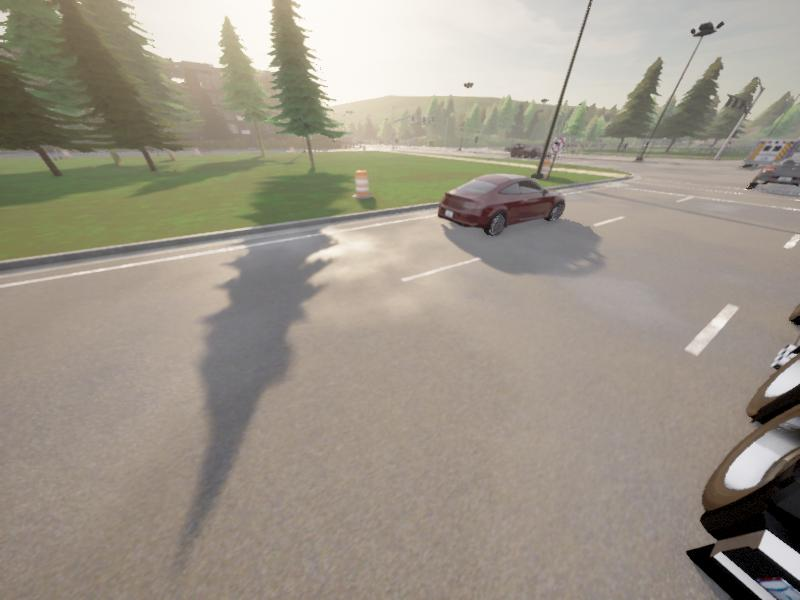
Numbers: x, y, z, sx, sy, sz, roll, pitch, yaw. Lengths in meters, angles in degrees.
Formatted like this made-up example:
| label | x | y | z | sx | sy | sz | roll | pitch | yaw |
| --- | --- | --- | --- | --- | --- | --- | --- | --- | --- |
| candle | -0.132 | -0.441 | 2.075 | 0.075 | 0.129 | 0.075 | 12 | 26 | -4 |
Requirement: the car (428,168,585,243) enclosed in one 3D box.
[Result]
| label | x | y | z | sx | sy | sz | roll | pitch | yaw |
| --- | --- | --- | --- | --- | --- | --- | --- | --- | --- |
| car | 3.378 | -3.214 | 7.389 | 4.674 | 1.442 | 1.812 | -18 | 39 | -25 |

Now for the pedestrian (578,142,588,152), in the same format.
| label | x | y | z | sx | sy | sz | roll | pitch | yaw |
| --- | --- | --- | --- | --- | --- | --- | --- | --- | --- |
| pedestrian | 39.848 | -33.334 | 50.303 | 0.751 | 1.860 | 0.751 | -15 | 38 | -21 |

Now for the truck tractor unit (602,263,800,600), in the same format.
| label | x | y | z | sx | sy | sz | roll | pitch | yaw |
| --- | --- | --- | --- | --- | --- | --- | --- | --- | --- |
| truck tractor unit | 5.113 | -0.298 | 0.787 | 6.516 | 4.208 | 3.053 | -18 | 39 | -24 |

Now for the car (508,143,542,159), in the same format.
| label | x | y | z | sx | sy | sz | roll | pitch | yaw |
| --- | --- | --- | --- | --- | --- | --- | --- | --- | --- |
| car | 18.964 | -22.846 | 35.340 | 1.905 | 1.878 | 3.866 | -18 | 39 | -24 |

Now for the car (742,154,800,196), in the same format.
| label | x | y | z | sx | sy | sz | roll | pitch | yaw |
| --- | --- | --- | --- | --- | --- | --- | --- | --- | --- |
| car | 22.320 | -7.152 | 13.048 | 5.027 | 1.651 | 2.152 | -18 | 39 | -24 |

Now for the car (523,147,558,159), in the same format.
| label | x | y | z | sx | sy | sz | roll | pitch | yaw |
| --- | --- | --- | --- | --- | --- | --- | --- | --- | --- |
| car | 22.190 | -23.422 | 36.652 | 1.994 | 1.385 | 4.181 | -18 | 39 | -24 |

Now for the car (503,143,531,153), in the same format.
| label | x | y | z | sx | sy | sz | roll | pitch | yaw |
| --- | --- | --- | --- | --- | --- | --- | --- | --- | --- |
| car | 25.577 | -33.469 | 50.880 | 1.930 | 1.638 | 5.238 | -18 | 39 | -24 |

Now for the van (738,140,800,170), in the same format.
| label | x | y | z | sx | sy | sz | roll | pitch | yaw |
| --- | --- | --- | --- | --- | --- | --- | --- | --- | --- |
| van | 38.653 | -15.108 | 23.914 | 6.366 | 2.431 | 2.351 | -18 | 39 | -24 |

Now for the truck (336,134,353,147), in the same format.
| label | x | y | z | sx | sy | sz | roll | pitch | yaw |
| --- | --- | --- | --- | --- | --- | --- | --- | --- | --- |
| truck | -20.694 | -59.531 | 86.028 | 2.891 | 3.827 | 8.468 | -18 | 39 | -25 |
